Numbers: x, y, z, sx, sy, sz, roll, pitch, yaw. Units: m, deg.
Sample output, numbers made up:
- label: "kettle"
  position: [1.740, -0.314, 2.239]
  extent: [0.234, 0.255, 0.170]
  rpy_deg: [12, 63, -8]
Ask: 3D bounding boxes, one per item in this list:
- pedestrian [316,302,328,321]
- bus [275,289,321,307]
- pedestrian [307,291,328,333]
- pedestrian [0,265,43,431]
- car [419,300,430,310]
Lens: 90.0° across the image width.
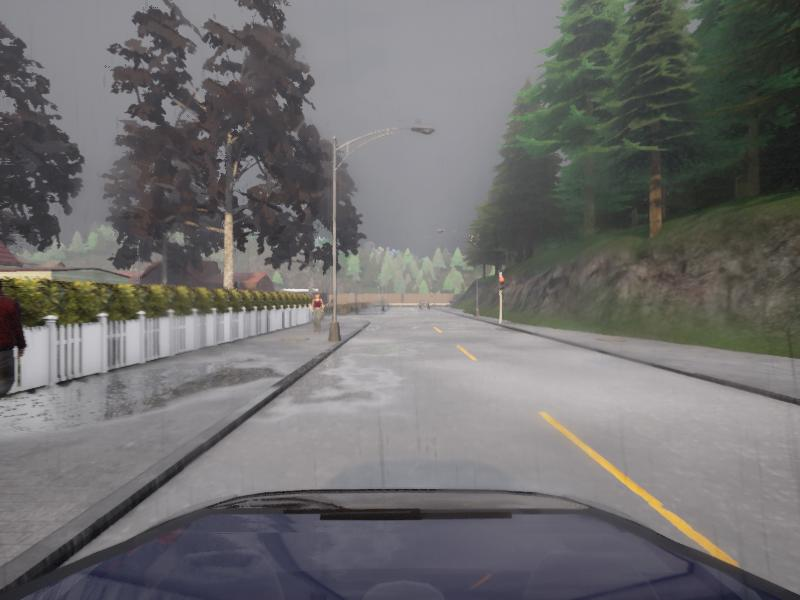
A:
- label: "pedestrian"
  position: [-5.442, 0.809, 27.824]
  extent: [0.751, 1.300, 0.751]
  rpy_deg: [0, 0, -16]
- label: "bus"
  position: [-24.440, -0.525, 96.356]
  extent: [10.273, 4.253, 3.944]
  rpy_deg: [0, 0, 0]
- label: "pedestrian"
  position: [-3.678, 0.527, 17.831]
  extent: [0.751, 1.860, 0.751]
  rpy_deg: [0, 0, 2]
- label: "pedestrian"
  position: [-4.890, 0.534, 4.740]
  extent: [0.751, 1.860, 0.751]
  rpy_deg: [0, 0, -18]
- label: "car"
  position: [4.167, 0.825, 68.574]
  extent: [1.789, 1.549, 3.705]
  rpy_deg: [0, 0, 0]
